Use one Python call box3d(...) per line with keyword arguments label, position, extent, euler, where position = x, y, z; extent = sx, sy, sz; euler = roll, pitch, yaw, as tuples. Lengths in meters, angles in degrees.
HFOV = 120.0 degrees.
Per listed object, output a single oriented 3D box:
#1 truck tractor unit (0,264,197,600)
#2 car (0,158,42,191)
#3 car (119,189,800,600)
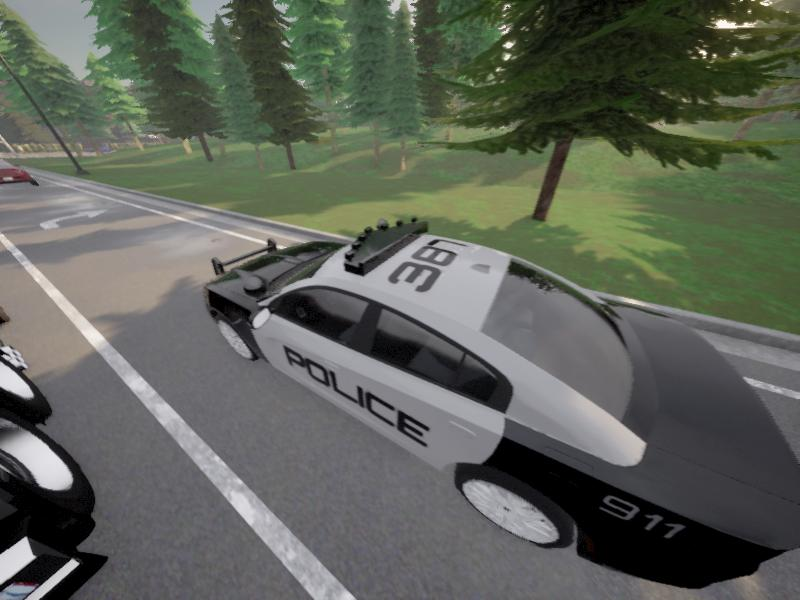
box3d(label="truck tractor unit", position=(-5.115, -0.294, 0.789), extent=(6.516, 4.208, 3.053), euler=(18, 39, 24))
box3d(label="car", position=(-24.670, -7.803, 14.230), extent=(4.674, 1.442, 1.812), euler=(18, 39, 24))
box3d(label="car", position=(-0.199, 0.056, 2.499), extent=(5.238, 1.638, 1.930), euler=(18, 39, 24))
